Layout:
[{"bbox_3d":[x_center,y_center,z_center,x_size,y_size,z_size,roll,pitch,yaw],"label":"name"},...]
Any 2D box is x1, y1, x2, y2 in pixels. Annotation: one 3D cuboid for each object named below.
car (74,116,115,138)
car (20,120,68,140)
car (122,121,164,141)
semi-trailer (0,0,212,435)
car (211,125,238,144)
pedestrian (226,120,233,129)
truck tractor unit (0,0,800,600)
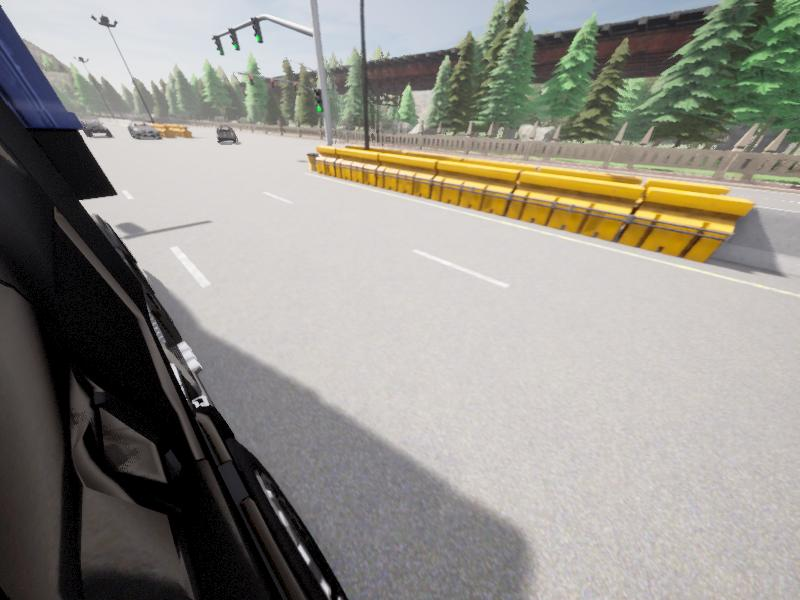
[{"bbox_3d":[-34.243,-19.385,25.891,3.866,1.878,1.905,28,44,31],"label":"car"},{"bbox_3d":[-34.247,-16.410,22.345,4.181,1.385,1.994,29,44,31],"label":"car"},{"bbox_3d":[-29.439,-19.418,26.457,5.027,1.651,2.152,29,44,31],"label":"car"},{"bbox_3d":[-9.469,-2.923,3.274,14.254,4.402,2.717,18,39,20],"label":"semi-trailer"},{"bbox_3d":[-20.066,-19.099,26.624,1.851,1.617,3.988,-16,40,-23],"label":"car"},{"bbox_3d":[-44.304,-45.544,59.996,0.751,1.860,0.751,29,44,30],"label":"pedestrian"},{"bbox_3d":[-2.645,-0.295,0.352,6.516,4.208,3.053,28,44,30],"label":"truck tractor unit"}]
